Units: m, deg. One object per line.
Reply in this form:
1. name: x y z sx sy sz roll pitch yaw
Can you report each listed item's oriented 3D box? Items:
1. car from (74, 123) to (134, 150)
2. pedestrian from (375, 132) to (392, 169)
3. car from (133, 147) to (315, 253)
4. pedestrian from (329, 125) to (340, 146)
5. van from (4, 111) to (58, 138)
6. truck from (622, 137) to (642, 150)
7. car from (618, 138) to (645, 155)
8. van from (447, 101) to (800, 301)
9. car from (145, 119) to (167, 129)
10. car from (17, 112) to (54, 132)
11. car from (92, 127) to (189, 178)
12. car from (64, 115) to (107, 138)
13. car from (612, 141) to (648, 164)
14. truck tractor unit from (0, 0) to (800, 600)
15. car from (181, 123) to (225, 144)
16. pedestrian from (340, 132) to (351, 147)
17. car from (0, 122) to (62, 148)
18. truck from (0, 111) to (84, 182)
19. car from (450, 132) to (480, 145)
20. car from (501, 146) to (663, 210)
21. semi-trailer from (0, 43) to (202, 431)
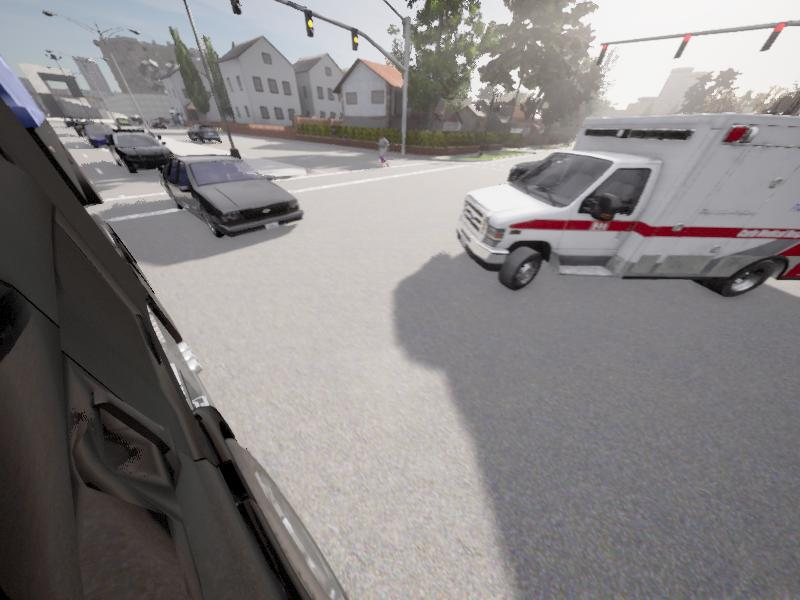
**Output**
1. car: -23.625 -13.084 18.412 4.792 1.488 2.163 28 44 30
2. pedestrian: -1.036 -9.373 14.481 0.751 1.860 0.751 32 46 33
3. car: -4.883 -3.063 6.267 5.357 1.411 2.033 28 44 30
4. pedestrian: -7.315 -18.383 25.854 0.751 1.860 0.751 31 45 33
5. van: -37.554 -17.989 23.641 4.480 2.038 2.069 28 44 30
6. truck: 51.033 -34.436 50.848 2.390 2.098 6.274 28 44 29
7. car: 37.079 -24.647 37.035 2.150 2.045 5.566 28 44 29
8. van: 4.406 -1.668 4.111 6.366 2.431 2.351 0 37 -3
9. car: -50.666 -36.520 47.954 4.974 1.542 2.038 28 44 30
10. car: -48.495 -23.760 30.786 4.605 1.855 1.932 29 44 29
11. car: -12.755 -7.368 11.321 5.238 1.638 1.930 28 44 30
12. car: -34.490 -19.038 25.346 3.866 1.878 1.905 28 44 30
13. car: 24.581 -15.857 24.702 1.932 1.855 4.605 28 44 30
14. truck tractor unit: -2.645 -0.295 0.351 6.516 4.208 3.053 28 44 30
15. car: -21.675 -18.370 25.453 4.856 1.649 2.033 28 44 30
16. pedestrian: -5.981 -17.540 25.278 0.751 1.300 0.751 28 44 30
17. car: -28.130 -12.698 17.718 4.181 1.385 1.994 28 44 30
18. truck: -16.644 -6.870 10.040 6.274 2.098 2.390 28 44 30
19. car: 10.125 -25.087 35.891 3.806 1.475 1.970 28 44 30
20. car: 7.544 -5.544 10.139 5.027 1.651 2.152 28 44 30
21. semi-trailer: -8.699 -3.602 4.232 14.254 4.402 2.717 28 44 30
